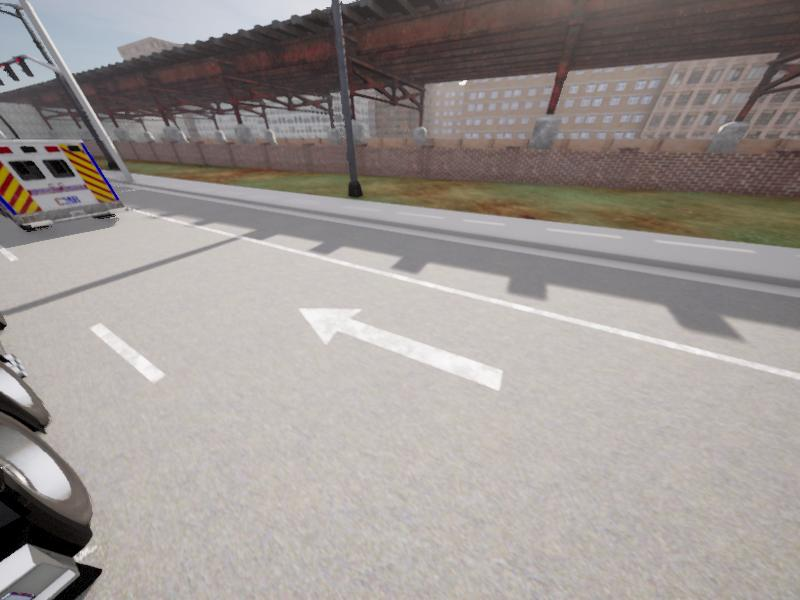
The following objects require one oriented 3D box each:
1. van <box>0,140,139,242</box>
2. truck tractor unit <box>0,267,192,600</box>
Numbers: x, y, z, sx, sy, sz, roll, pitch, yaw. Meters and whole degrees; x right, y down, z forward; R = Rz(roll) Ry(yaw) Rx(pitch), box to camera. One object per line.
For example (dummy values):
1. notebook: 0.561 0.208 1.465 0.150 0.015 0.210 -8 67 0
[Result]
1. van: -12.865 -4.121 8.105 6.366 2.431 2.351 17 38 23
2. truck tractor unit: -5.104 -0.301 0.848 6.516 4.208 3.053 17 36 25
